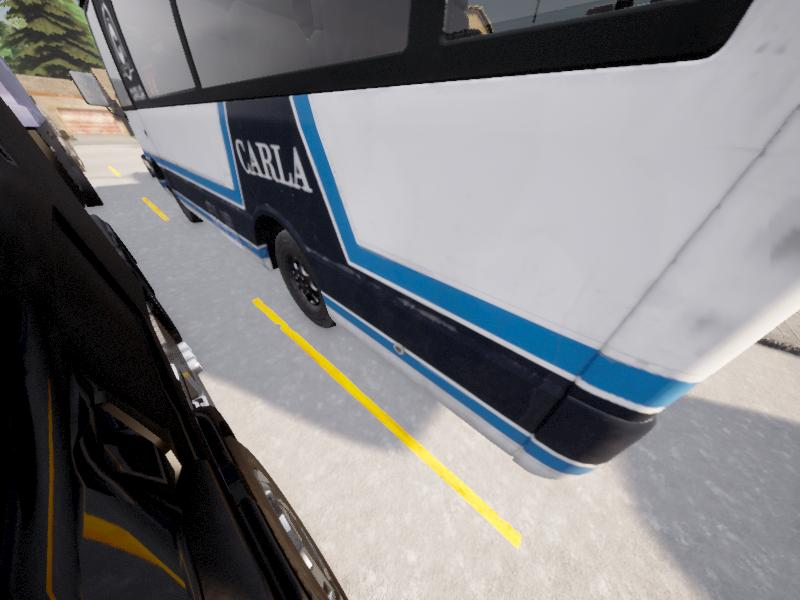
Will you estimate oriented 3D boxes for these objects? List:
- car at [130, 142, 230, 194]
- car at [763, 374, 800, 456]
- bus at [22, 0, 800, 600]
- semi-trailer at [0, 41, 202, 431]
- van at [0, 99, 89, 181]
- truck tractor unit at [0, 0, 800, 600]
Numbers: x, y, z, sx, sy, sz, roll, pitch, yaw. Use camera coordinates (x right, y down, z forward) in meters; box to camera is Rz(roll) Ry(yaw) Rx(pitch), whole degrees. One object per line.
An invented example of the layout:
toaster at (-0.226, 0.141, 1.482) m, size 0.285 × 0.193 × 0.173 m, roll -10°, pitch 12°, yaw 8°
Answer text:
car at (-9.380, -5.757, 9.782) m, size 4.718 × 1.301 × 1.895 m, roll 29°, pitch 44°, yaw 31°
car at (5.227, 1.813, 0.174) m, size 4.902 × 1.511 × 2.128 m, roll 25°, pitch 42°, yaw 28°
bus at (-1.833, -2.863, 3.800) m, size 10.273 × 4.253 × 3.944 m, roll 29°, pitch 44°, yaw 31°
semi-trailer at (-8.715, -3.572, 4.243) m, size 14.254 × 4.402 × 2.717 m, roll 28°, pitch 43°, yaw 30°
van at (-16.955, -7.485, 10.659) m, size 5.915 × 2.561 × 1.988 m, roll 29°, pitch 44°, yaw 31°
truck tractor unit at (-2.645, -0.295, 0.351) m, size 6.516 × 4.208 × 3.053 m, roll 28°, pitch 44°, yaw 30°
